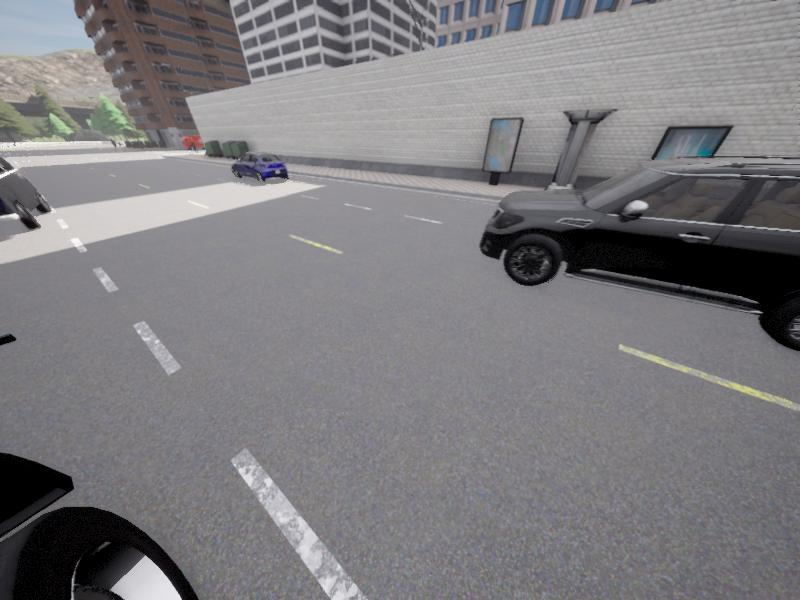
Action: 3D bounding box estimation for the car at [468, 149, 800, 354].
[{"bbox_3d":[4.346,-1.122,3.750,5.566,2.045,2.150,19,39,24],"label":"car"}]

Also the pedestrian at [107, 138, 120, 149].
[{"bbox_3d":[-56.047,-30.693,45.240,0.751,1.860,0.751,23,41,29],"label":"pedestrian"}]

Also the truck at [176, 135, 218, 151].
[{"bbox_3d":[-40.766,-31.698,46.603,2.627,2.467,5.204,22,41,28],"label":"truck"}]

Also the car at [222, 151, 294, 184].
[{"bbox_3d":[-8.970,-8.492,14.629,4.193,1.474,1.816,22,41,28],"label":"car"}]

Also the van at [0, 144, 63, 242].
[{"bbox_3d":[-12.129,-3.073,6.448,4.480,2.038,2.069,29,45,35],"label":"van"}]

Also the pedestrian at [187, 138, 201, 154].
[{"bbox_3d":[-29.012,-21.661,32.562,0.751,1.860,0.751,-18,39,-24],"label":"pedestrian"}]
